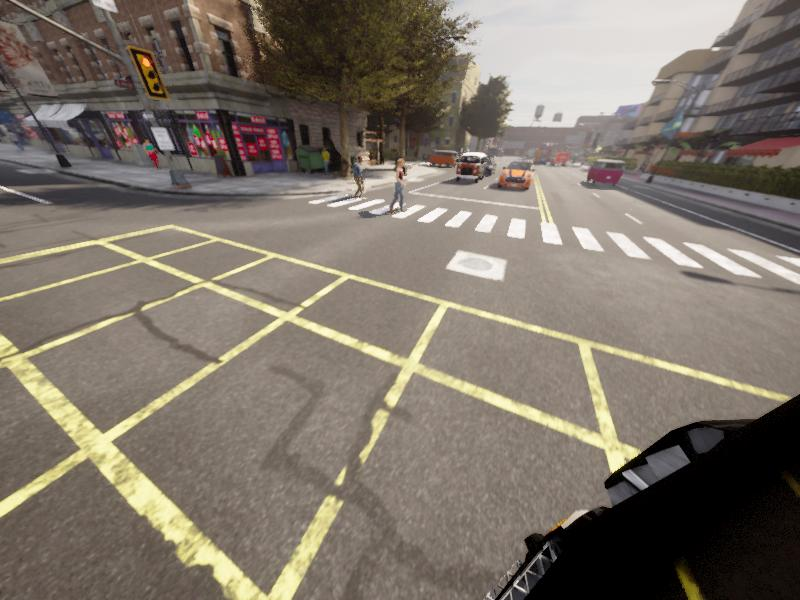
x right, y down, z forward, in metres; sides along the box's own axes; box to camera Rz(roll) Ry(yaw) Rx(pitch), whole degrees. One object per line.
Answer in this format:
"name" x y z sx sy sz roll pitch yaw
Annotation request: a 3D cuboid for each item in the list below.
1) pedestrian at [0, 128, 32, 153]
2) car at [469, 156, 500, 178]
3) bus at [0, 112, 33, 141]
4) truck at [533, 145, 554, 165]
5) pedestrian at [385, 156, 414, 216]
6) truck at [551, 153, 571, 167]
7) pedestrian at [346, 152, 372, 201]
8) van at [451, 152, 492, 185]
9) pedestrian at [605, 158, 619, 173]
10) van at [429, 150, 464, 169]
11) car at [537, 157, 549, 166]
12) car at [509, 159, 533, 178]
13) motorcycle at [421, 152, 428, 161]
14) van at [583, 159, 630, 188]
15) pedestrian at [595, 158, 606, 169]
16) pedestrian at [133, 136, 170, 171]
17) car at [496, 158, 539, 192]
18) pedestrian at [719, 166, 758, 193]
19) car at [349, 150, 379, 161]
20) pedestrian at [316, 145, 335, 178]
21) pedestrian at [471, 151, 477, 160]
"pedestrian" -35.704 -14.805 21.480 0.751 1.860 0.751 28 41 32
"car" 9.146 -14.330 24.730 2.152 1.651 5.027 17 36 20
"bus" -74.902 -30.503 40.232 3.944 4.253 10.273 16 36 19
"truck" 35.409 -35.977 57.290 2.891 3.827 8.468 17 36 20
"pedestrian" -0.031 -4.208 8.550 0.751 1.860 0.751 17 36 20
"truck" 35.717 -31.267 51.460 2.627 2.467 5.204 17 36 20
"pedestrian" -1.833 -5.553 10.436 0.751 1.860 0.751 19 37 23
"van" 5.899 -10.808 18.809 2.069 2.038 4.480 16 36 19
"pedestrian" 32.411 -20.525 35.290 0.751 1.860 0.751 16 36 18
"van" 6.323 -19.611 32.122 1.775 1.987 4.442 -24 42 -35
"car" 31.548 -30.708 51.117 1.789 1.549 3.705 17 36 20
"car" 13.595 -14.806 25.902 1.837 1.490 4.892 17 36 20
"motorcycle" 4.678 -27.273 43.921 0.764 1.277 2.356 -9 34 0
"van" 18.631 -11.657 21.108 1.775 1.987 4.442 17 36 20
"pedestrian" 37.474 -25.525 43.195 0.751 1.860 0.751 13 35 15
"pedestrian" -15.919 -9.385 14.845 0.751 1.860 0.751 18 36 21
"car" 8.712 -9.376 17.093 2.097 1.767 4.553 17 36 20
"pedestrian" 27.897 -9.975 19.083 0.751 1.860 0.751 17 36 20
"car" -6.036 -24.387 38.984 4.718 1.301 1.895 17 36 20
"pedestrian" -5.070 -9.488 15.828 0.751 1.860 0.751 11 34 12
"pedestrian" 17.551 -34.281 54.836 0.751 1.860 0.751 18 36 21
